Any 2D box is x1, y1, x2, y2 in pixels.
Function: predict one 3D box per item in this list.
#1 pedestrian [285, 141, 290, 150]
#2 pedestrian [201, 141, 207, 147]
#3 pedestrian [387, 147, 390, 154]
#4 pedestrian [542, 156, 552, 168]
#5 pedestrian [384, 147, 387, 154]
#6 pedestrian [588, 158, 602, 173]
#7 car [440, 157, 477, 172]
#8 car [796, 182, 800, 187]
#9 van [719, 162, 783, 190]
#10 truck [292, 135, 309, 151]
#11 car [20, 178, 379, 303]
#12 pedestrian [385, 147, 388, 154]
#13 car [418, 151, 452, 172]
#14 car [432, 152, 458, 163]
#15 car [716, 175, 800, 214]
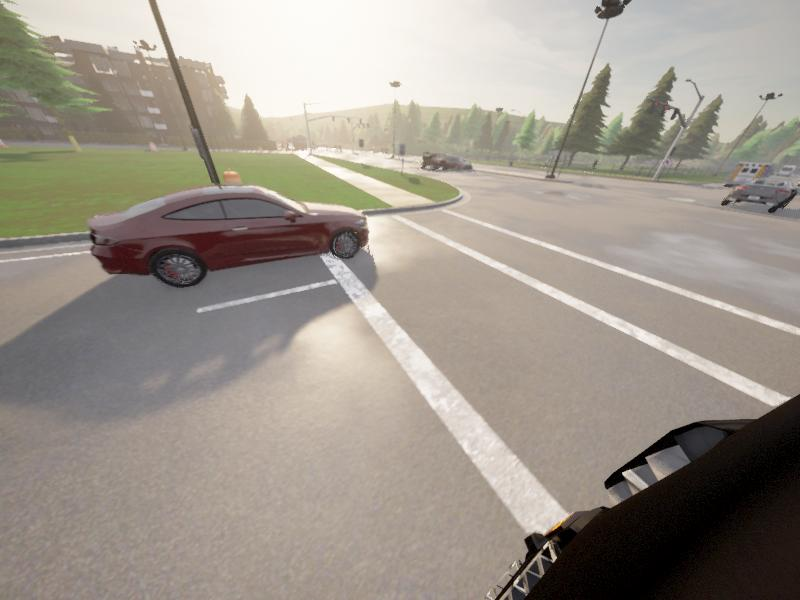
[{"bbox_3d":[-28.576,-39.209,58.783,0.751,1.860,0.751,-11,36,-21],"label":"pedestrian"},{"bbox_3d":[-45.467,-36.139,53.497,0.500,1.100,0.500,0,34,-5],"label":"pedestrian"},{"bbox_3d":[-3.914,-49.234,75.841,0.751,1.860,0.751,9,34,9],"label":"pedestrian"},{"bbox_3d":[26.089,-24.532,41.023,0.751,1.860,0.751,-13,37,-22],"label":"pedestrian"},{"bbox_3d":[-4.667,-49.095,75.869,0.751,1.860,0.751,-9,35,-17],"label":"pedestrian"},{"bbox_3d":[29.480,-20.352,34.992,0.751,1.860,0.751,-13,37,-23],"label":"pedestrian"},{"bbox_3d":[7.244,-17.053,29.012,1.994,1.385,4.181,-15,38,-26],"label":"car"},{"bbox_3d":[57.867,-16.482,32.254,4.718,1.301,1.895,-16,38,-26],"label":"car"},{"bbox_3d":[39.460,-13.972,25.977,6.366,2.431,2.351,-16,38,-26],"label":"van"},{"bbox_3d":[-31.182,-49.165,72.116,2.891,3.827,8.468,-16,38,-26],"label":"truck"},{"bbox_3d":[-2.954,-1.571,4.791,4.674,1.442,1.812,-16,38,-26],"label":"car"},{"bbox_3d":[-4.407,-48.702,75.297,0.751,1.860,0.751,25,39,29],"label":"pedestrian"},{"bbox_3d":[4.099,-16.545,27.522,1.905,1.878,3.866,-15,37,-25],"label":"car"},{"bbox_3d":[8.889,-28.444,46.065,1.930,1.638,5.238,-15,38,-25],"label":"car"},{"bbox_3d":[22.340,-6.566,14.177,5.027,1.651,2.152,-16,38,-26],"label":"car"}]
